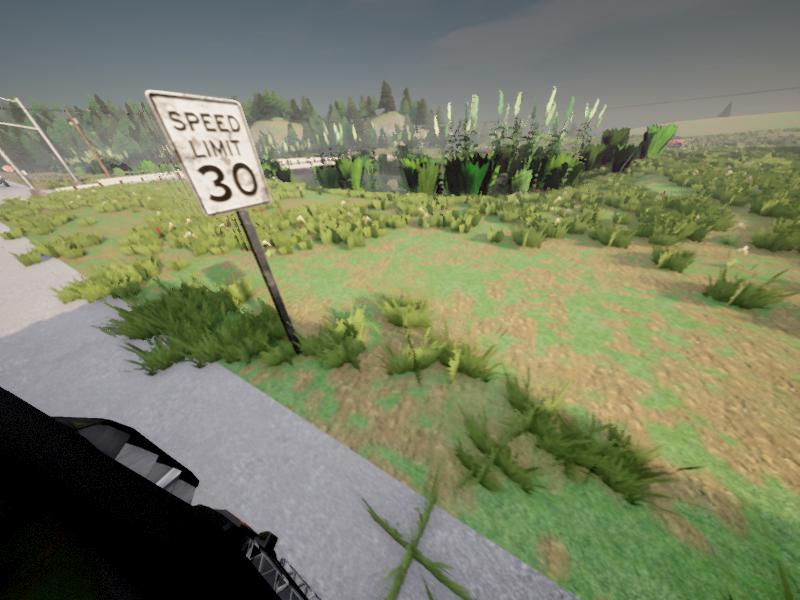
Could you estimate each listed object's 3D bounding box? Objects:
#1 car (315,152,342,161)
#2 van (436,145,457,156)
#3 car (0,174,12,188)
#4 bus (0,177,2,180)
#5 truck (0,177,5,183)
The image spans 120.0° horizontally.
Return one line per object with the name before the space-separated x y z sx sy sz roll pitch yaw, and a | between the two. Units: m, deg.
car | -14.114 -28.441 45.789 1.812 1.442 4.674 21 39 31
van | 11.177 -36.178 55.975 4.442 1.987 1.775 19 40 30
car | -57.487 -16.767 32.533 5.027 1.651 2.152 17 38 27
bus | -99.628 -30.572 54.479 10.273 4.253 3.944 17 38 27
truck | -75.215 -22.503 41.892 5.204 2.467 2.627 17 38 27
